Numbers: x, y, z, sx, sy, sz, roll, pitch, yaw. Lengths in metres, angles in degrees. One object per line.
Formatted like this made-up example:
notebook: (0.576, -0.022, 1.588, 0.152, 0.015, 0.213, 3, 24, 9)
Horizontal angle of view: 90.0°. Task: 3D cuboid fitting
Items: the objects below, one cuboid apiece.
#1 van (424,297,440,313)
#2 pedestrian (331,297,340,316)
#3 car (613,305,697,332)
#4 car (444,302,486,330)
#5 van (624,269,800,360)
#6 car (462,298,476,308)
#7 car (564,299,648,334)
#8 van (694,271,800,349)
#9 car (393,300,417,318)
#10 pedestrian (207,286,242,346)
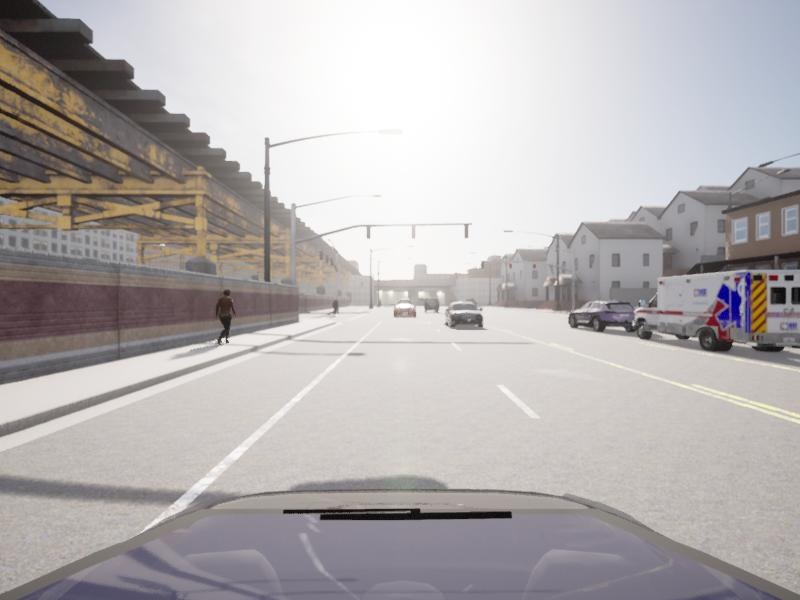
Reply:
van: (4.147, 0.652, 52.311, 1.775, 1.987, 4.442, 0, 0, 1)
pedestrian: (-6.437, 0.678, 39.809, 0.751, 1.860, 0.751, 0, 0, 1)
car: (14.186, 0.968, 22.643, 1.895, 1.301, 4.718, 0, 0, 2)
car: (3.808, 0.869, 24.295, 1.837, 1.490, 4.892, 0, 0, 1)
van: (10.684, 0.393, 13.843, 2.351, 2.431, 6.366, 0, 0, 1)
car: (15.077, 0.662, 87.695, 2.150, 2.045, 5.566, 0, 0, 1)
car: (10.773, 0.800, 21.405, 2.033, 1.649, 4.856, 0, 0, 1)
van: (14.186, 0.339, 15.032, 1.988, 2.561, 5.915, 0, 0, 1)
car: (0.484, 0.796, 38.808, 2.242, 1.667, 4.611, 0, 0, 1)
pedestrian: (-5.605, 0.498, 12.818, 0.751, 1.860, 0.751, 0, 0, 8)
